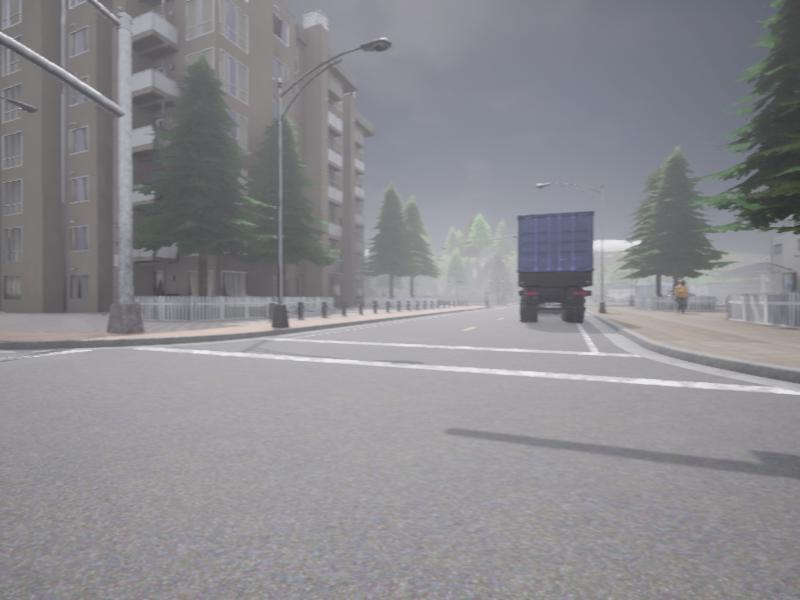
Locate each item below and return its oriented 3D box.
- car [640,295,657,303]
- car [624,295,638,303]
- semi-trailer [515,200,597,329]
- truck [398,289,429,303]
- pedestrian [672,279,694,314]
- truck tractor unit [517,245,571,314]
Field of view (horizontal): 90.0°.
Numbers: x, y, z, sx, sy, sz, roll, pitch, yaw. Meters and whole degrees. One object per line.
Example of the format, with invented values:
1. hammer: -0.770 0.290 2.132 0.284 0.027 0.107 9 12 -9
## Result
1. car: 50.933 -0.197 82.132 2.152 1.636 5.027 0 0 23
2. car: 48.020 -0.186 83.297 2.007 1.523 4.514 0 0 23
3. semi-trailer: 7.741 -1.276 20.950 2.717 4.402 14.254 0 0 18
4. truck: 3.741 -1.192 112.948 8.468 3.827 2.891 0 0 8
5. pedestrian: 15.156 -0.190 21.463 0.751 1.860 0.751 0 0 14
6. truck tractor unit: 10.303 -1.203 28.465 3.053 4.208 6.516 -3 -2 21
